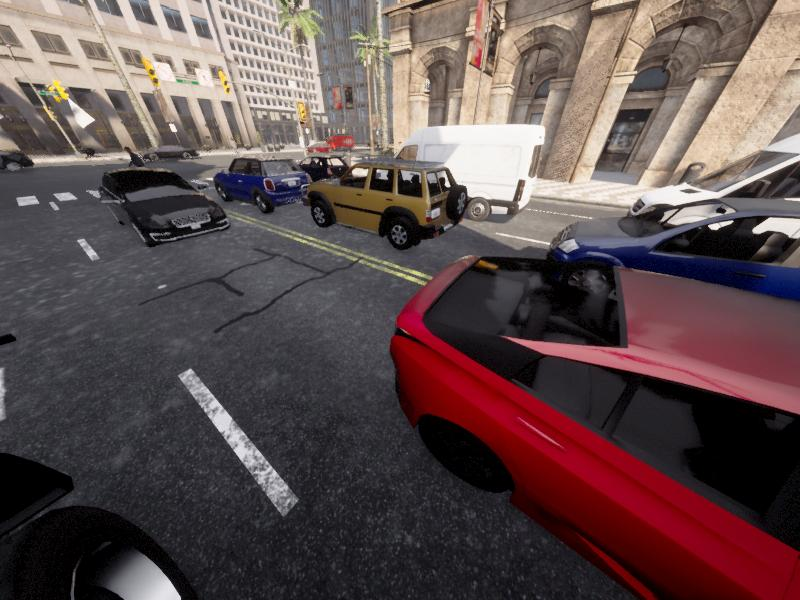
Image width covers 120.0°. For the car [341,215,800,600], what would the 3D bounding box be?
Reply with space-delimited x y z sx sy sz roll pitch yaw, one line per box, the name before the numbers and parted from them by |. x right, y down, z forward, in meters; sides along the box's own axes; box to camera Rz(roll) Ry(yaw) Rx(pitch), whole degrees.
car | 2.078 0.865 1.377 4.514 1.525 2.007 22 41 28

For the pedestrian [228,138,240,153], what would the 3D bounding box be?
pedestrian | -24.853 -23.087 34.597 0.751 1.860 0.751 -11 37 -15

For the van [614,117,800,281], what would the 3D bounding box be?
van | 8.506 -1.849 4.395 5.915 2.561 1.988 22 41 28

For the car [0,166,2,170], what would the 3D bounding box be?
car | -34.141 -10.443 17.316 1.994 1.385 4.181 22 41 28

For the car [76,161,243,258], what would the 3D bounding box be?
car | -6.950 -2.867 6.634 4.892 1.490 1.837 24 41 28

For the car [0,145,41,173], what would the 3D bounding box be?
car | -30.552 -9.969 16.431 1.930 1.638 5.238 22 41 28

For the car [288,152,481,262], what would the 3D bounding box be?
car | -0.575 -2.830 6.299 4.605 1.855 1.932 22 41 28

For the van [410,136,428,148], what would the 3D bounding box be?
van | 5.108 -42.656 62.267 1.988 2.561 5.915 22 41 28

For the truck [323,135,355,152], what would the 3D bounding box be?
truck | -11.293 -29.317 43.317 2.627 2.467 5.204 22 41 28

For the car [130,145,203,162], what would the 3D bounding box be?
car | -26.332 -16.752 26.306 2.033 1.411 5.357 22 41 28

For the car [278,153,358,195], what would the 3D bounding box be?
car | -4.217 -6.632 11.973 3.633 1.501 1.845 23 41 28

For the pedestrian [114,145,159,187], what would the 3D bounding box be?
pedestrian | -13.868 -7.071 12.201 0.751 1.860 0.751 25 42 31

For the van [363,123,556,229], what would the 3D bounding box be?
van | 1.654 -4.658 8.337 5.915 2.561 1.988 22 41 28

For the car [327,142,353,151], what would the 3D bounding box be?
car | -12.209 -31.345 47.049 2.163 1.488 4.792 22 41 28

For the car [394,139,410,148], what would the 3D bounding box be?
car | 0.576 -41.714 61.589 2.185 1.767 4.553 22 41 28

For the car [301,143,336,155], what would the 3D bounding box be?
car | -12.842 -24.189 36.881 2.163 1.488 4.792 22 41 28

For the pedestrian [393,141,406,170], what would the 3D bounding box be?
pedestrian | -0.031 -11.058 17.693 0.751 1.860 0.751 16 38 22

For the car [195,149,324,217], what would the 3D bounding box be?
car | -5.533 -4.810 9.147 4.553 1.767 2.097 22 41 28

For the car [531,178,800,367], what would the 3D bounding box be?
car | 4.548 -0.620 3.433 3.988 1.617 1.851 22 41 28

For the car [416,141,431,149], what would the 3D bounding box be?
car | 5.946 -39.326 58.580 1.970 1.475 3.806 22 41 28
